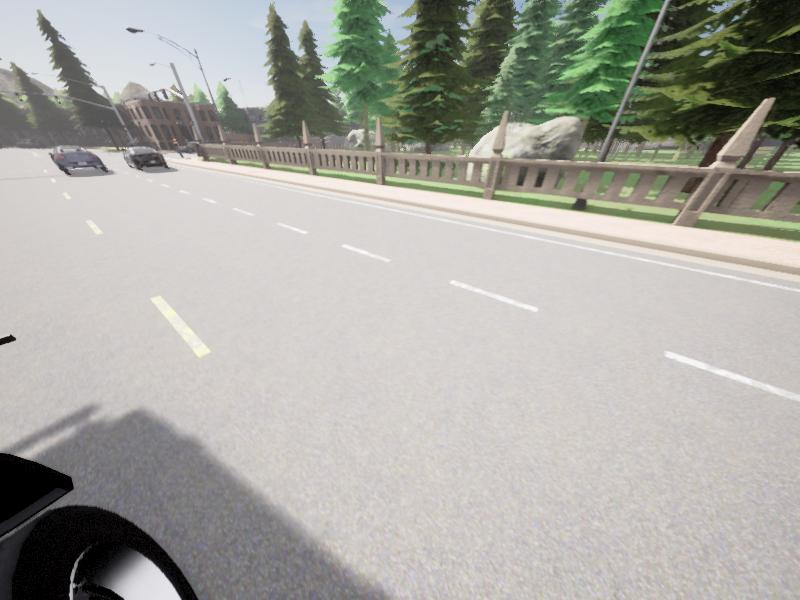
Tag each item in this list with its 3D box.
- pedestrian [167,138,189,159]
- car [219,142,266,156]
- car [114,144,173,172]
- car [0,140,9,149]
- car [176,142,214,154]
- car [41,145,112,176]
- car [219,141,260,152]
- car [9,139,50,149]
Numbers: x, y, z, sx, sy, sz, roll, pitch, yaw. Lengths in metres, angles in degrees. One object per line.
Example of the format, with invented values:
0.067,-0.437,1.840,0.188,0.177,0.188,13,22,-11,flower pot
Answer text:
-23.893,-16.297,24.879,0.751,1.860,0.751,9,36,12,pedestrian
-22.290,-21.563,32.961,2.128,1.511,4.902,23,41,29,car
-21.004,-11.712,18.903,5.238,1.638,1.930,24,42,30,car
-79.440,-29.848,44.264,4.792,1.488,2.163,3,35,4,car
-32.212,-23.990,36.350,1.970,1.475,3.806,23,41,29,car
-23.922,-10.410,17.051,5.027,1.651,2.152,23,41,29,car
-28.190,-27.175,40.806,1.801,1.575,5.366,23,41,29,car
-74.610,-31.456,46.531,4.611,1.667,2.242,7,36,9,car
